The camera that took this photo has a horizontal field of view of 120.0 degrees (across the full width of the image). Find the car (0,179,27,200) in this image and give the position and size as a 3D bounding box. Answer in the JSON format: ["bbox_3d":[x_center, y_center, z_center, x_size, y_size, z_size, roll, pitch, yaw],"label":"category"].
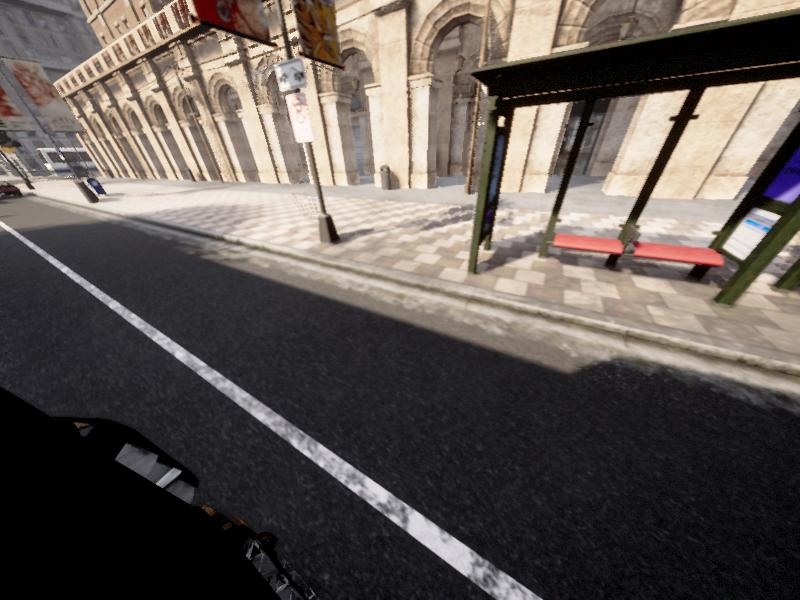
[{"bbox_3d":[-33.413,-9.147,19.096,4.718,1.301,1.895,15,38,25],"label":"car"}]

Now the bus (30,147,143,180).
[{"bbox_3d":[-53.741,-24.007,40.333,3.944,4.253,10.273,15,37,24],"label":"bus"}]
